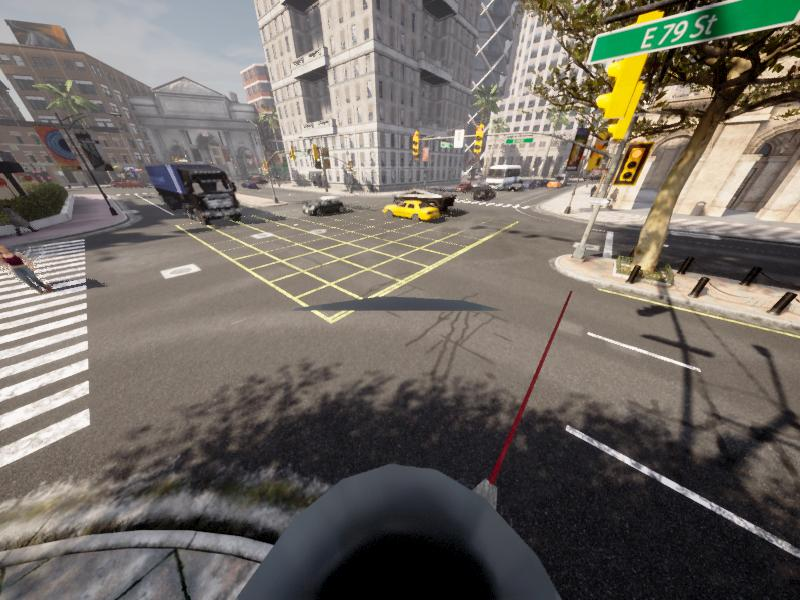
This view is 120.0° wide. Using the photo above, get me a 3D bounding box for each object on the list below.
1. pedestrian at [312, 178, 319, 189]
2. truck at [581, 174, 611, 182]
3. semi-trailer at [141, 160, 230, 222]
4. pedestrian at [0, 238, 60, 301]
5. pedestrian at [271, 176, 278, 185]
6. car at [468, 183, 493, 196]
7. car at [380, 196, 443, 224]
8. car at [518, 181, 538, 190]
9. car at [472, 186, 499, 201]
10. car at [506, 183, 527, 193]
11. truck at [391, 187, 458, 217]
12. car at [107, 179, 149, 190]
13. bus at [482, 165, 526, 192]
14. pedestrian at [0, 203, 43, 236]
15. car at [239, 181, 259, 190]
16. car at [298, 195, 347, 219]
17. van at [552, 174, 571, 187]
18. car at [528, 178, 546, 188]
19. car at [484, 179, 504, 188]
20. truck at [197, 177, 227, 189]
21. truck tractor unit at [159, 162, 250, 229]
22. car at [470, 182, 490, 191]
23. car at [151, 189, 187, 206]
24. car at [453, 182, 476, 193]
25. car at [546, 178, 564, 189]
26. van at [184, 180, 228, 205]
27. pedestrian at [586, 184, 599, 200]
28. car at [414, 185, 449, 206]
[{"bbox_3d":[-16.841,-23.105,45.810,0.751,1.860,0.751,26,39,37],"label":"pedestrian"},{"bbox_3d":[58.800,-36.765,69.581,6.274,2.098,2.390,14,33,23],"label":"truck"},{"bbox_3d":[-21.835,-11.265,23.099,14.254,4.402,2.717,23,37,34],"label":"semi-trailer"},{"bbox_3d":[-12.918,-1.035,7.889,0.751,1.860,0.751,23,37,34],"label":"pedestrian"},{"bbox_3d":[-29.729,-28.177,54.597,0.751,1.860,0.751,2,30,4],"label":"pedestrian"},{"bbox_3d":[13.630,-18.693,38.852,2.038,1.542,4.974,23,37,34],"label":"car"},{"bbox_3d":[0.862,-7.971,20.230,5.366,1.575,1.801,23,37,34],"label":"car"},{"bbox_3d":[26.001,-23.250,46.881,2.033,1.411,5.357,23,37,34],"label":"car"},{"bbox_3d":[12.043,-15.015,32.537,1.816,1.474,4.193,23,37,34],"label":"car"},{"bbox_3d":[21.378,-20.487,42.194,1.895,1.301,4.718,23,37,34],"label":"car"},{"bbox_3d":[2.219,-9.913,23.077,6.274,2.098,2.390,23,37,34],"label":"truck"},{"bbox_3d":[-56.518,-24.118,48.156,5.027,1.651,2.152,-16,33,-25],"label":"car"},{"bbox_3d":[20.278,-23.744,44.880,3.944,4.253,10.273,23,37,34],"label":"bus"},{"bbox_3d":[-24.176,-5.079,14.589,0.751,1.860,0.751,1,30,1],"label":"pedestrian"},{"bbox_3d":[-31.225,-23.721,47.723,4.181,1.385,1.994,24,37,35],"label":"car"},{"bbox_3d":[-7.215,-8.907,21.956,1.970,1.475,3.806,23,37,34],"label":"car"},{"bbox_3d":[37.843,-28.026,54.010,1.988,2.561,5.915,23,37,34],"label":"van"},{"bbox_3d":[30.644,-26.106,51.601,2.152,1.651,5.027,23,37,34],"label":"car"},{"bbox_3d":[20.584,-25.591,50.659,2.242,1.667,4.611,23,37,34],"label":"car"},{"bbox_3d":[-40.541,-25.343,49.799,6.274,2.098,2.390,19,35,29],"label":"truck"},{"bbox_3d":[-15.797,-8.627,18.717,6.516,4.208,3.053,23,37,34],"label":"truck tractor unit"},{"bbox_3d":[16.026,-22.750,46.115,1.895,1.301,4.718,23,37,34],"label":"car"},{"bbox_3d":[-29.395,-13.132,29.357,5.357,1.411,2.033,23,37,34],"label":"car"},{"bbox_3d":[11.636,-20.187,41.527,1.812,1.442,4.674,23,37,34],"label":"car"},{"bbox_3d":[33.211,-24.960,49.443,2.097,1.767,4.553,23,37,34],"label":"car"},{"bbox_3d":[-25.231,-14.113,30.022,6.366,2.431,2.351,23,37,34],"label":"van"},{"bbox_3d":[25.643,-14.422,30.772,0.751,1.860,0.751,23,37,34],"label":"pedestrian"},{"bbox_3d":[3.951,-13.049,28.713,1.932,1.855,4.605,23,39,34],"label":"car"}]
